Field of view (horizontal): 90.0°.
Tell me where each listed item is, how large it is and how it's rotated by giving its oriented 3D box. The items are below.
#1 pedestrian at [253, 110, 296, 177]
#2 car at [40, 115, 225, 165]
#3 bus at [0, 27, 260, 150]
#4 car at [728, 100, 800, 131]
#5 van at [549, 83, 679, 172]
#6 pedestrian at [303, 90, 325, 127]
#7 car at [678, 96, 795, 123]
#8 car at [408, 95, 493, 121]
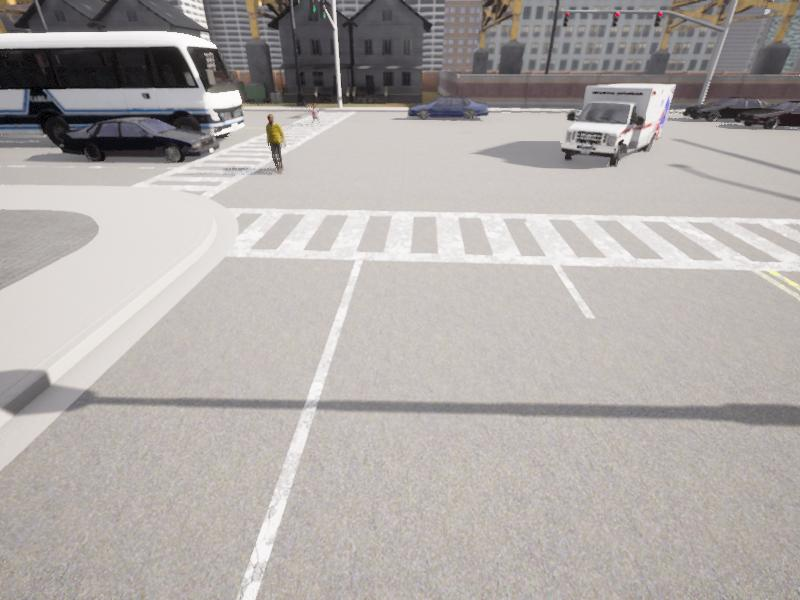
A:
[{"bbox_3d":[-3.912,-4.922,12.587,0.751,1.860,0.751,7,31,12],"label":"pedestrian"},{"bbox_3d":[-9.808,-6.073,15.064,5.357,1.411,2.033,1,30,2],"label":"car"},{"bbox_3d":[-12.298,-9.199,17.597,10.273,4.253,3.944,1,30,3],"label":"bus"},{"bbox_3d":[22.373,-10.501,22.707,5.357,1.411,2.033,2,30,3],"label":"car"},{"bbox_3d":[8.480,-6.964,15.592,2.351,2.431,6.366,23,37,34],"label":"van"},{"bbox_3d":[-4.945,-11.020,23.048,0.751,1.860,0.751,24,38,35],"label":"pedestrian"},{"bbox_3d":[21.502,-12.290,25.775,5.357,1.411,2.033,2,30,3],"label":"car"},{"bbox_3d":[3.222,-12.783,26.596,5.357,1.411,2.033,2,30,3],"label":"car"}]
